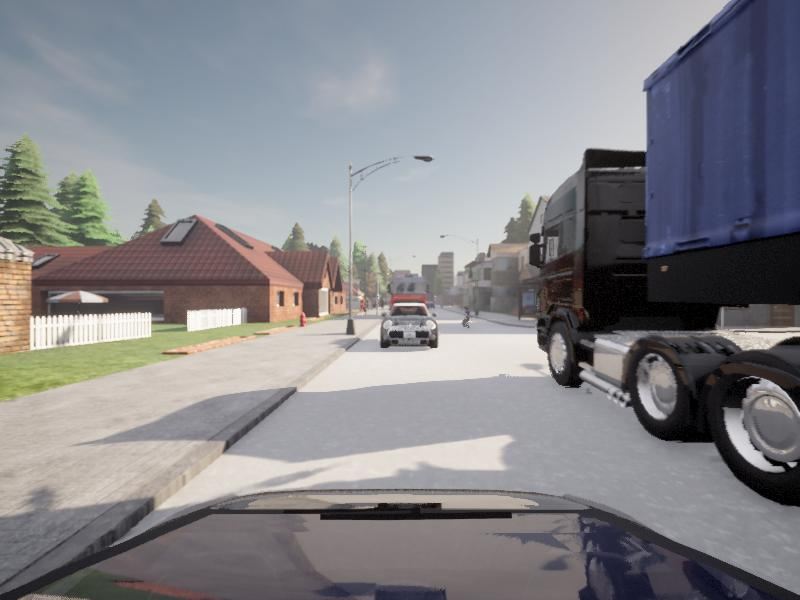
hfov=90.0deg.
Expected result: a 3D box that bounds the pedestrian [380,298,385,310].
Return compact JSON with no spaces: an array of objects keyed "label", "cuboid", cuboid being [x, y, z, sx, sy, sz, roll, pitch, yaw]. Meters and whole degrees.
[{"label":"pedestrian","cuboid":[-2.792,0.590,63.560,0.751,1.860,0.751,0,0,-7]}]

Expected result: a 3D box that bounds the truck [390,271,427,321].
[{"label":"truck","cuboid":[0.753,-0.289,35.193,2.891,3.827,8.468,0,0,1]}]

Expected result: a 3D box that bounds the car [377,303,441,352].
[{"label":"car","cuboid":[0.324,0.867,14.202,1.970,1.475,3.806,0,0,1]}]

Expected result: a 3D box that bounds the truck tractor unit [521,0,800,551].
[{"label":"truck tractor unit","cuboid":[4.138,-0.511,5.539,3.053,4.208,6.516,0,0,1]}]

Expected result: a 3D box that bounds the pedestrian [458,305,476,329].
[{"label":"pedestrian","cuboid":[3.727,0.938,22.184,0.751,1.300,0.751,0,0,32]}]

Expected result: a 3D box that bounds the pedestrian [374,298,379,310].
[{"label":"pedestrian","cuboid":[-3.709,0.590,63.436,0.751,1.860,0.751,0,0,5]}]
